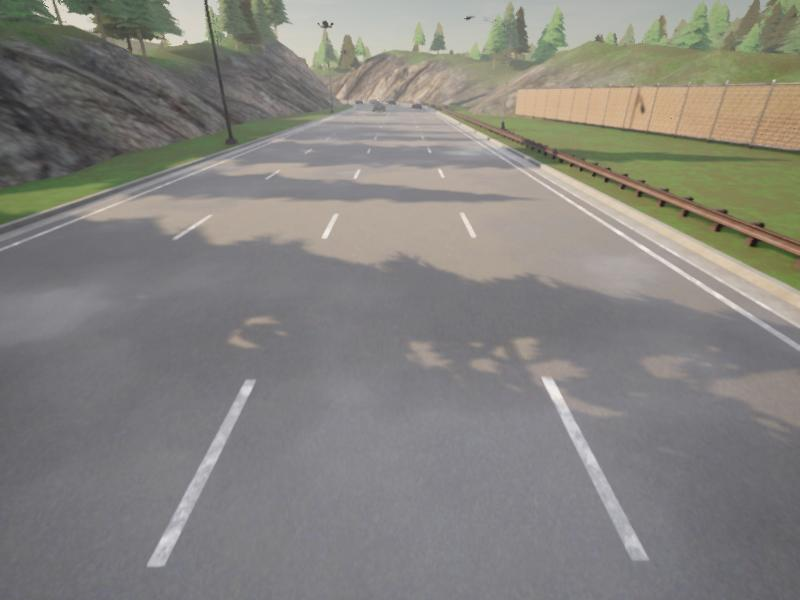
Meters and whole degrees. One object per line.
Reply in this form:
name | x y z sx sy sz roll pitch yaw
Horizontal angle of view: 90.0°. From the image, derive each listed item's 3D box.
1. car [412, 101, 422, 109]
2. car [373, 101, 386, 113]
car | 3.288 -38.379 78.695 1.812 1.442 4.674 -1 27 0
car | -3.660 -34.734 71.913 2.152 1.651 5.027 -1 27 0
